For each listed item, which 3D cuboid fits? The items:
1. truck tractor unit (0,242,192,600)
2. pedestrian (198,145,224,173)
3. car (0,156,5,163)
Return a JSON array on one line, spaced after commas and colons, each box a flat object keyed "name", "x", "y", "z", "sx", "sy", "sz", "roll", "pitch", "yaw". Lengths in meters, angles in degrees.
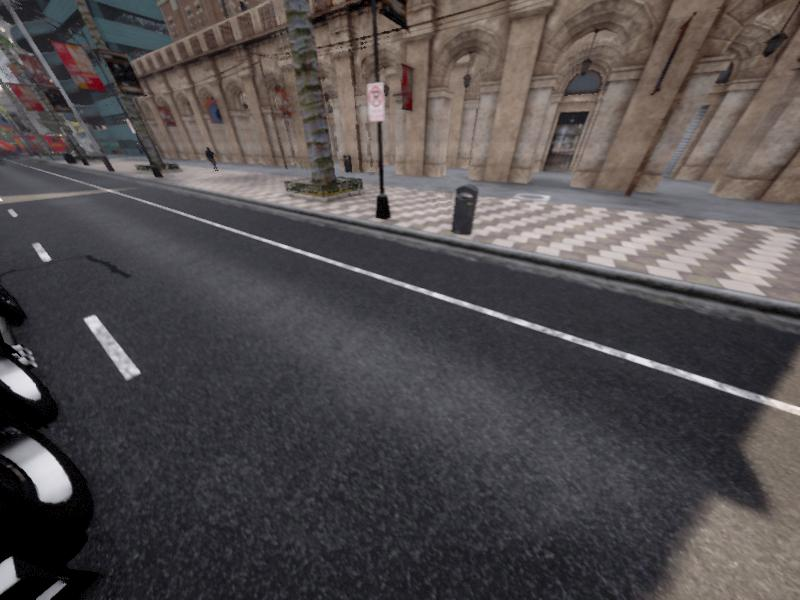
[{"name": "truck tractor unit", "x": -5.073, "y": -0.336, "z": 0.843, "sx": 6.516, "sy": 4.208, "sz": 3.053, "roll": 20, "pitch": 39, "yaw": 26}, {"name": "pedestrian", "x": -15.131, "y": -11.320, "z": 18.565, "sx": 0.751, "sy": 1.860, "sz": 0.751, "roll": 19, "pitch": 39, "yaw": 25}, {"name": "car", "x": -57.027, "y": -19.781, "z": 31.689, "sx": 4.902, "sy": 1.511, "sz": 2.128, "roll": 19, "pitch": 39, "yaw": 26}]
